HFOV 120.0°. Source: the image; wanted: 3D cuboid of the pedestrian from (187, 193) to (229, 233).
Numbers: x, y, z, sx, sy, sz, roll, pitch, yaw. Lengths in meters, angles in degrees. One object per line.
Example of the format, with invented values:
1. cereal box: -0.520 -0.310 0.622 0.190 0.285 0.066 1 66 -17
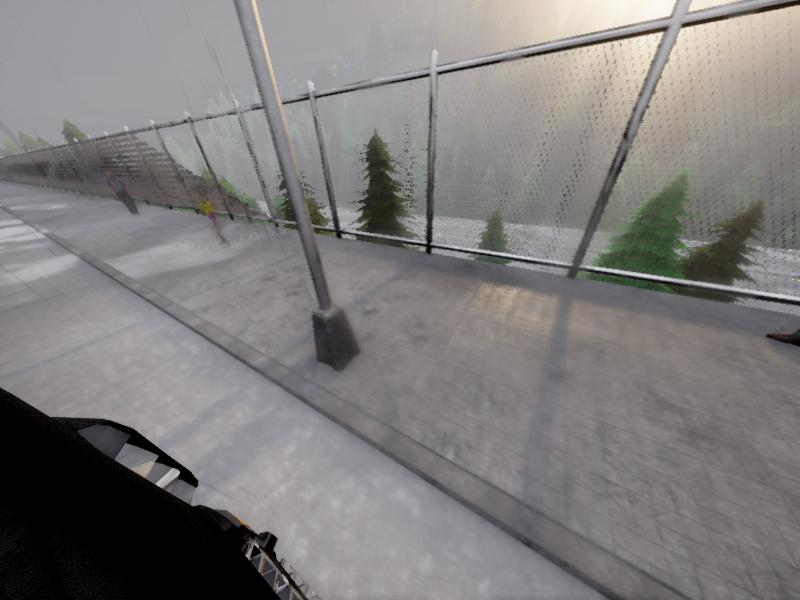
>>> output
1. pedestrian: -6.202 -2.837 7.499 0.500 1.100 0.500 17 39 28

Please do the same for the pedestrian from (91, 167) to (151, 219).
1. pedestrian: -11.790 -4.546 9.820 0.751 1.860 0.751 18 39 28

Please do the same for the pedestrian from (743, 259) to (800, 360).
1. pedestrian: 4.543 -0.261 2.093 0.751 1.860 0.751 23 41 33
